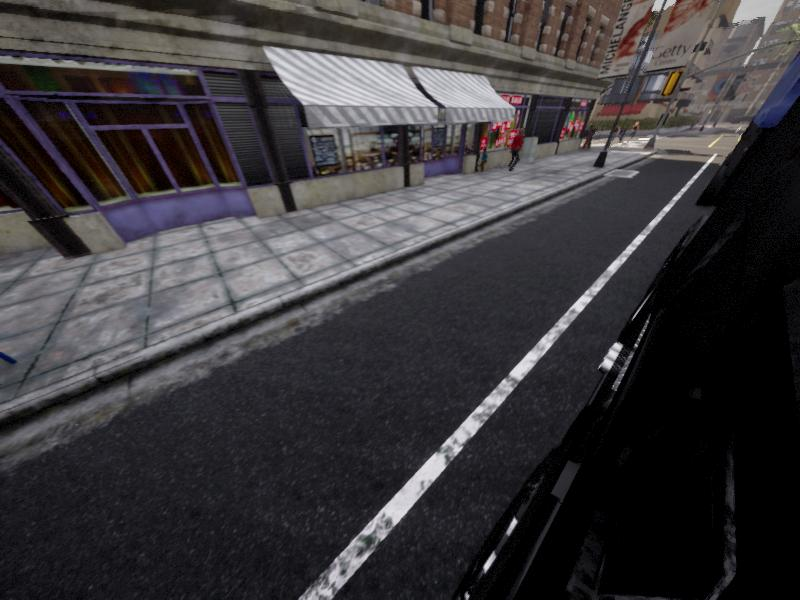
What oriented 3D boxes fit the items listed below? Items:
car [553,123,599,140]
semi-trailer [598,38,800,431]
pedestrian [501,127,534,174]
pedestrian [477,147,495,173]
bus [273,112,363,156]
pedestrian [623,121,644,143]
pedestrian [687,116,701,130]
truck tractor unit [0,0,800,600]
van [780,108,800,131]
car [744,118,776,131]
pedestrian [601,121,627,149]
[{"bbox_3d":[25.496,-24.503,33.587,1.932,1.855,4.605,-28,44,-30],"label":"car"},{"bbox_3d":[8.695,-3.589,4.256,14.254,4.402,2.717,-28,43,-30],"label":"semi-trailer"},{"bbox_3d":[5.772,-7.418,11.475,0.751,1.860,0.751,-16,39,-18],"label":"pedestrian"},{"bbox_3d":[4.444,-7.292,12.029,0.500,1.100,0.500,-13,38,-13],"label":"pedestrian"},{"bbox_3d":[-10.705,-22.912,31.746,10.273,4.253,3.944,-28,43,-30],"label":"bus"},{"bbox_3d":[25.403,-18.267,25.139,0.751,1.860,0.751,-23,41,-25],"label":"pedestrian"},{"bbox_3d":[51.160,-30.810,40.191,0.751,1.860,0.751,-28,44,-30],"label":"pedestrian"},{"bbox_3d":[2.645,-0.295,0.351,6.516,4.208,3.053,-28,44,-30],"label":"truck tractor unit"},{"bbox_3d":[56.587,-25.444,32.415,6.366,2.431,2.351,-28,43,-30],"label":"van"},{"bbox_3d":[54.006,-26.368,34.697,5.357,1.411,2.033,-28,43,-30],"label":"car"},{"bbox_3d":[17.611,-13.577,19.043,0.751,1.860,0.751,-27,43,-29],"label":"pedestrian"}]
